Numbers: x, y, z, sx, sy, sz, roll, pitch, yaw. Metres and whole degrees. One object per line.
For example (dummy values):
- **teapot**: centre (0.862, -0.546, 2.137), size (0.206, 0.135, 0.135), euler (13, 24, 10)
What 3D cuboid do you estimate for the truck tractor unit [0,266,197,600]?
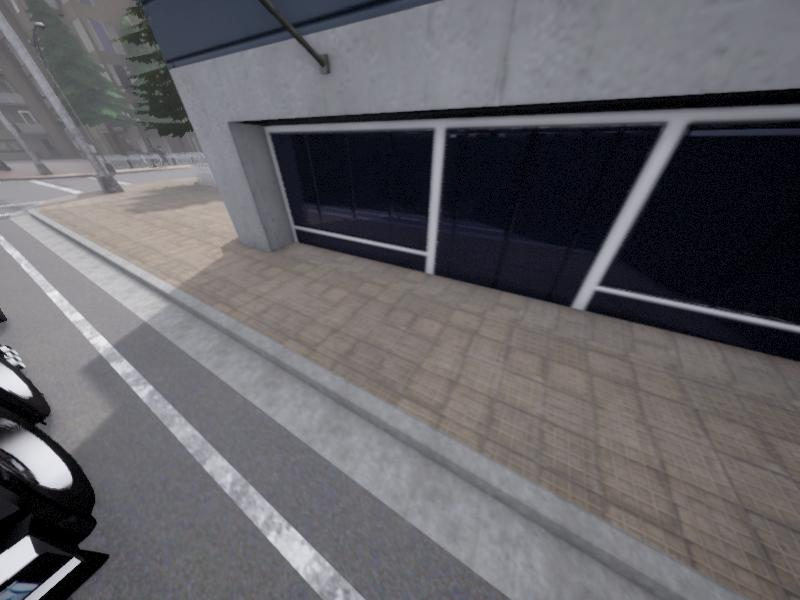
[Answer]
- **truck tractor unit**: centre (-5.113, -0.299, 0.771), size (6.516, 4.208, 3.053), euler (18, 39, 24)

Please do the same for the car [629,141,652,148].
- **car**: centre (70.980, -46.041, 68.228), size (3.988, 1.617, 1.851), euler (17, 39, 23)
